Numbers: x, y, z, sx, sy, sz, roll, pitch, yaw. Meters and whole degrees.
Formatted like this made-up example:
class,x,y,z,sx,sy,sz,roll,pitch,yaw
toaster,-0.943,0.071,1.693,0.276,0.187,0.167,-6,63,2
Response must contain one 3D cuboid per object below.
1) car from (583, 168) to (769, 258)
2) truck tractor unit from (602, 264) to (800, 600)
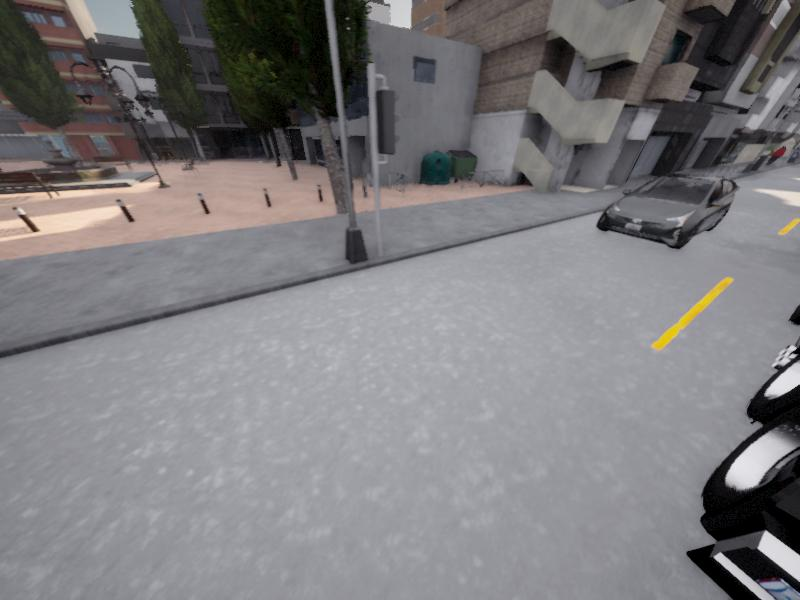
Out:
class,x,y,z,sx,sy,sz,roll,pitch,yaw
car,7.970,-2.776,6.736,4.514,1.525,2.007,-18,39,-25
truck tractor unit,5.110,-0.301,0.786,6.516,4.208,3.053,-18,39,-24
